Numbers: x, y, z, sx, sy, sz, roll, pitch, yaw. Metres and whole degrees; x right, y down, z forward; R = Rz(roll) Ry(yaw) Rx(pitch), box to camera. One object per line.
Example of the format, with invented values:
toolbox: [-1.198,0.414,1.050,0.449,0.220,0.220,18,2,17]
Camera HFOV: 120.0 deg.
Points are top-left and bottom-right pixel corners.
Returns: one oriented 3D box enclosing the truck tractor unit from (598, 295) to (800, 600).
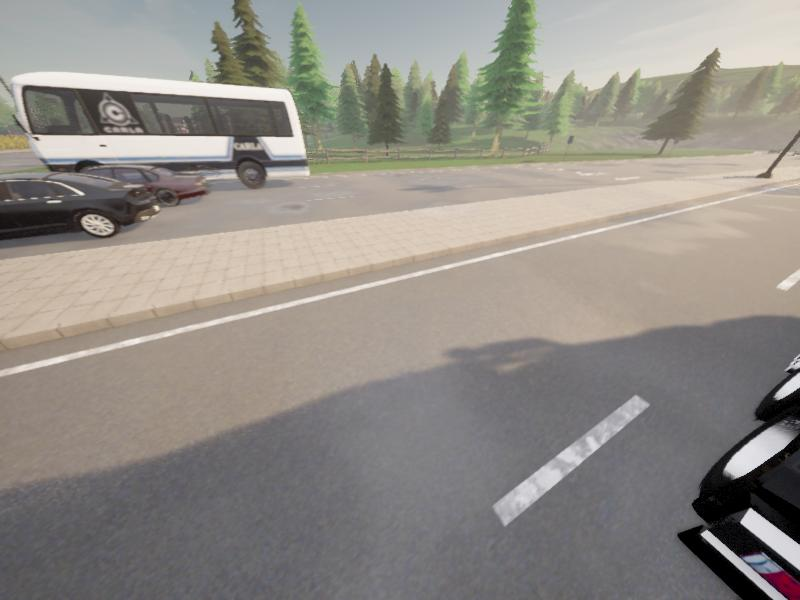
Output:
truck tractor unit: [5.164,-0.241,0.716,6.516,4.208,3.053,-16,38,-22]

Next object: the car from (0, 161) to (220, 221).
car: [-10.481,-4.336,8.819,5.357,1.411,2.033,-16,38,-22]

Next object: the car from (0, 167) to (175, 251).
car: [-9.535,-2.398,5.976,4.892,1.490,1.837,-16,38,-22]

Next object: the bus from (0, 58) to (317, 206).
bus: [-10.112,-7.768,11.236,10.273,4.253,3.944,-16,38,-22]
